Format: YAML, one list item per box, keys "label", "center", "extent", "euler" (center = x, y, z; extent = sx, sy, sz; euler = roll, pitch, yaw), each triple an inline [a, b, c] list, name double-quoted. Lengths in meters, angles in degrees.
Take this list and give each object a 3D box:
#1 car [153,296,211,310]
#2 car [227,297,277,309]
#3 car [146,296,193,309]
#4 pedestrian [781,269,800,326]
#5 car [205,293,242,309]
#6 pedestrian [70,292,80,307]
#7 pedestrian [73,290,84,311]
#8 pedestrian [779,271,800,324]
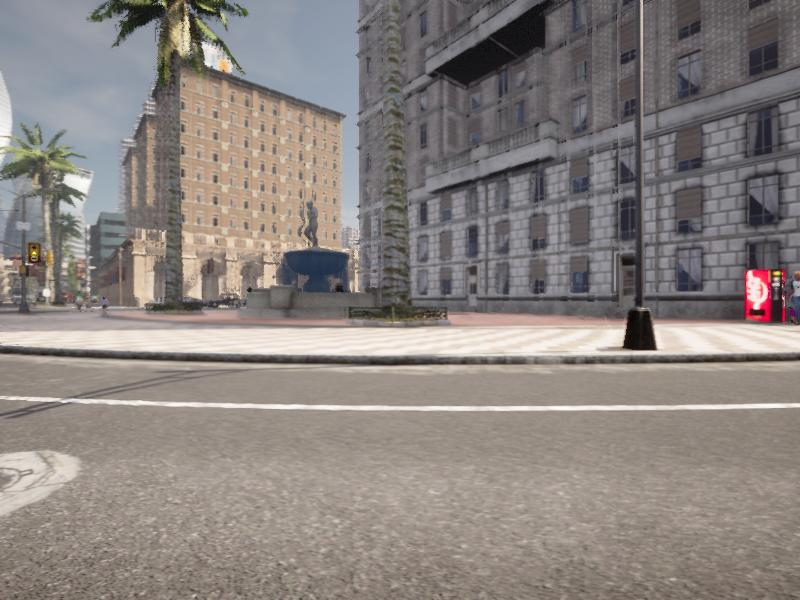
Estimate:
- label: "car"
  center: [-23.997, 0.334, 44.195]
  extent: [5.357, 1.411, 2.033]
  euler: [0, 0, -40]
- label: "car"
  center: [-18.115, 0.341, 49.057]
  extent: [5.357, 1.411, 2.033]
  euler: [0, 0, -40]
- label: "car"
  center: [-26.769, 0.269, 46.490]
  extent: [4.514, 1.525, 2.007]
  euler: [0, 0, -38]
- label: "pedestrian"
  center: [13.367, -0.096, 13.302]
  extent: [0.751, 1.860, 0.751]
  euler: [0, 0, -20]
- label: "car"
  center: [-22.122, 0.092, 50.288]
  extent: [3.866, 1.878, 1.905]
  euler: [0, 0, -39]
- label: "pedestrian"
  center: [-41.045, -0.075, 50.511]
  extent: [0.751, 1.860, 0.751]
  euler: [0, 0, 35]
- label: "pedestrian"
  center: [-29.147, 0.067, 36.318]
  extent: [0.751, 1.860, 0.751]
  euler: [0, 0, -37]
- label: "pedestrian"
  center: [14.282, -0.094, 14.337]
  extent: [0.751, 1.860, 0.751]
  euler: [0, 0, -22]
